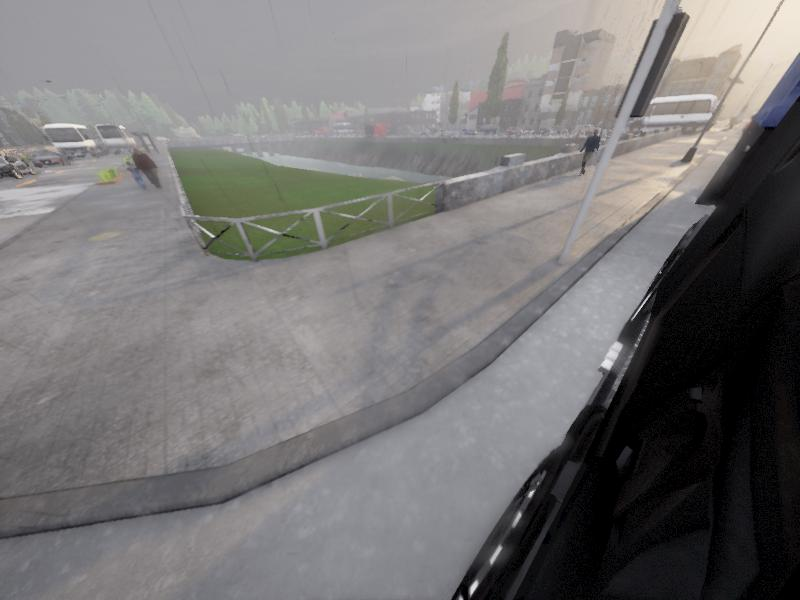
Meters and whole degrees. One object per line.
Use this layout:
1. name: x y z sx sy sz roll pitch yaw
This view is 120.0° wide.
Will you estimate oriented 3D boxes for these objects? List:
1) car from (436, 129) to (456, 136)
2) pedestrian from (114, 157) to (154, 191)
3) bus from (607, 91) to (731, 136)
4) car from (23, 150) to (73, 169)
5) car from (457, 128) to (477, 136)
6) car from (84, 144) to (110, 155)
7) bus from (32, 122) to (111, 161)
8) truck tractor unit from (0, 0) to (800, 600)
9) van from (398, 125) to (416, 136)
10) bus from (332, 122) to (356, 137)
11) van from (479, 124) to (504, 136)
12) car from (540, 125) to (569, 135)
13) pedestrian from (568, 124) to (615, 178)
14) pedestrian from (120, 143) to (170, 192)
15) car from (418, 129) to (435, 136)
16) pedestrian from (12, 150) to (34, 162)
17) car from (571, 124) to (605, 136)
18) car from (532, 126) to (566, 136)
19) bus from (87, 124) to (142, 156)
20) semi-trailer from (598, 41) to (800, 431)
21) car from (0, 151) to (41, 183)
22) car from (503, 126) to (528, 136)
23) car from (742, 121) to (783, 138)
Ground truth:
1. car: 11.571 -42.412 58.594 1.895 1.301 4.718 -28 44 -30
2. pedestrian: -13.042 -6.205 11.368 0.751 1.300 0.751 -31 45 -32
3. bus: 37.323 -26.073 32.813 3.944 4.253 10.273 -29 44 -31
4. car: -38.125 -15.332 25.157 1.994 1.385 4.181 -29 45 -31
5. car: 15.777 -39.598 54.442 1.816 1.474 4.193 -28 44 -30
6. car: -57.040 -28.393 43.552 1.801 1.575 5.366 -28 44 -30
7. bus: -49.426 -24.334 35.429 3.944 4.253 10.273 -28 44 -30
8. truck tractor unit: 2.645 -0.295 0.351 6.516 4.208 3.053 -28 44 -30
9. van: 1.994 -49.457 67.519 1.988 2.561 5.915 -28 44 -30
10. bus: -22.144 -66.794 90.635 3.944 4.253 10.273 -28 44 -30
11. van: 19.829 -37.018 50.335 1.775 1.987 4.442 -28 44 -30
12. car: 30.281 -33.333 45.329 1.994 1.385 4.181 -28 44 -30
13. pedestrian: 8.094 -6.322 9.853 0.751 1.860 0.751 -28 44 -30
14. pedestrian: -11.774 -6.159 10.768 0.751 1.860 0.751 -28 44 -30
15. car: 7.086 -45.544 62.913 1.812 1.442 4.674 -28 44 -30
16. pedestrian: -50.557 -19.277 30.995 0.751 1.300 0.751 -24 42 -26
17. car: 31.683 -28.686 38.945 1.970 1.475 3.806 -28 44 -30
18. car: 27.598 -31.423 42.988 1.895 1.301 4.718 -28 44 -30
19. bus: -51.848 -29.499 42.465 3.944 4.253 10.273 -28 44 -30
20. semi-trailer: 8.697 -3.594 4.246 14.254 4.402 2.717 -28 44 -30
21. car: -30.306 -10.086 17.471 1.930 1.638 5.238 -28 44 -30
22. car: 23.447 -34.337 46.969 1.970 1.475 3.806 -28 44 -30
23. car: 39.424 -18.637 25.220 4.718 1.301 1.895 -28 44 -30
